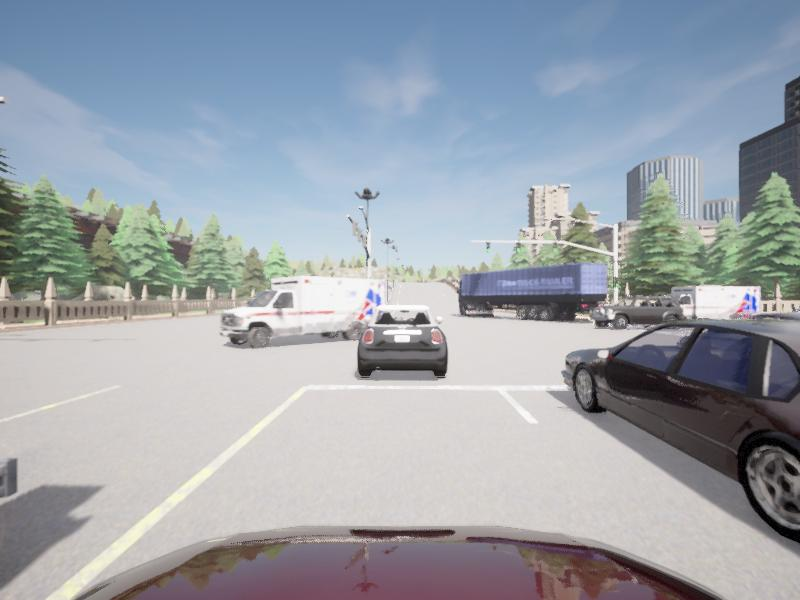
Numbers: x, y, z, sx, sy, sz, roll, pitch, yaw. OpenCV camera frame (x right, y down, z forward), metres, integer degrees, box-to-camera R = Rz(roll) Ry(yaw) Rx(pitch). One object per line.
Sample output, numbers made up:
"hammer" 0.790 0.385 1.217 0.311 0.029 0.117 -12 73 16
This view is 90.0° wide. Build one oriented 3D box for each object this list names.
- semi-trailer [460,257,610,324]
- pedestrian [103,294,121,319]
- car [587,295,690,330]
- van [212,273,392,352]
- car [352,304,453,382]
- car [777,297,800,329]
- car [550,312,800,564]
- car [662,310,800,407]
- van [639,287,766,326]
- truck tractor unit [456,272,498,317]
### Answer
"semi-trailer" 10.181 -0.600 33.452 2.717 4.402 14.254 -1 0 -25
"pedestrian" -21.788 0.508 30.270 0.751 1.860 0.751 0 0 1
"car" 13.039 0.672 22.021 4.605 1.855 1.932 1 0 -4
"van" -3.445 0.390 15.321 6.366 2.431 2.351 0 -1 -44
"car" 0.083 0.861 9.708 1.970 1.475 3.806 0 0 1
"car" 24.203 0.711 22.179 4.553 1.767 2.097 0 0 1
"car" 3.470 0.898 4.001 2.033 1.411 5.357 0 0 1
"car" 7.033 0.912 7.168 1.994 1.385 4.181 0 0 1
"van" 19.312 0.398 25.781 6.366 2.431 2.351 0 0 1
"truck tractor unit" 7.669 -0.490 40.813 3.053 4.208 6.516 0 0 0
